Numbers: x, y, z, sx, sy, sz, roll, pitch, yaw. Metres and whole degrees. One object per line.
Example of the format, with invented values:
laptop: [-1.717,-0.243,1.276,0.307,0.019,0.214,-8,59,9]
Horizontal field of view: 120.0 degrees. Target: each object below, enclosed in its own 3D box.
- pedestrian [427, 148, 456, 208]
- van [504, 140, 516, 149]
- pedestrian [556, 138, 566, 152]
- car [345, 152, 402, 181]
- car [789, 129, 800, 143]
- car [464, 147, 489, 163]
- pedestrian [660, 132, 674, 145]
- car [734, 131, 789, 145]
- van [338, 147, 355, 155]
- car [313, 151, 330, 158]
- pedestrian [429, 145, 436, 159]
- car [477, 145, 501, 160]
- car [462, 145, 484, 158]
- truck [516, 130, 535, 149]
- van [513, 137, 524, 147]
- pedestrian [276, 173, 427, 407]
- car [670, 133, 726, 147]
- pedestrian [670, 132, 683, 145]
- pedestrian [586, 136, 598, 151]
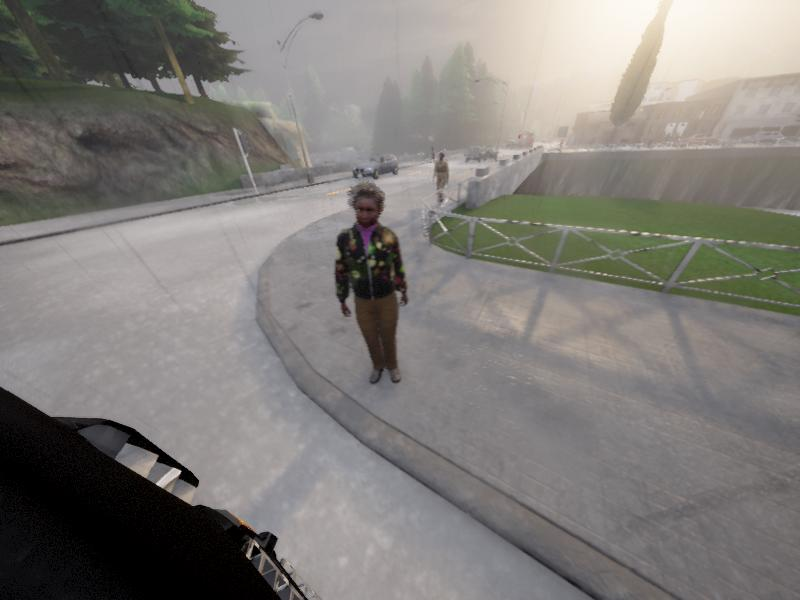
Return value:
pedestrian: [1.534,-4.528,8.632,0.751,1.860,0.751,16,38,26]
van: [31.568,-44.518,66.034,2.069,2.038,4.480,16,38,26]
pedestrian: [25.863,-24.845,37.072,0.751,1.860,0.751,16,38,26]
car: [-2.001,-11.164,19.217,2.242,1.667,4.611,16,38,26]
car: [59.764,-23.046,32.193,5.238,1.638,1.930,16,38,26]
car: [9.663,-18.202,28.988,1.816,1.474,4.193,16,38,26]
pedestrian: [47.250,-28.515,40.886,0.751,1.860,0.751,9,36,17]
car: [54.477,-24.510,34.933,3.806,1.475,1.970,16,38,26]
van: [-20.278,-56.909,88.154,2.351,2.431,6.366,16,38,26]
car: [-25.308,-47.086,74.756,2.163,1.488,4.792,16,38,26]
pedestrian: [5.106,-23.426,36.552,0.751,1.860,0.751,23,42,33]
car: [12.992,-21.516,33.622,2.038,1.542,4.974,16,38,26]
car: [12.345,-25.180,39.047,2.033,1.649,4.856,17,39,28]
truck: [34.200,-43.485,62.676,2.891,3.827,8.468,16,38,26]
van: [39.572,-52.674,77.088,1.988,2.561,5.915,16,38,26]
pedestrian: [-0.198,0.026,1.970,0.751,1.860,0.751,-1,34,2]
car: [48.598,-26.273,37.885,5.027,1.651,2.152,16,38,26]
pedestrian: [48.431,-28.319,40.504,0.751,1.860,0.751,23,42,34]
pedestrian: [30.665,-25.009,36.945,0.751,1.860,0.751,14,37,23]
